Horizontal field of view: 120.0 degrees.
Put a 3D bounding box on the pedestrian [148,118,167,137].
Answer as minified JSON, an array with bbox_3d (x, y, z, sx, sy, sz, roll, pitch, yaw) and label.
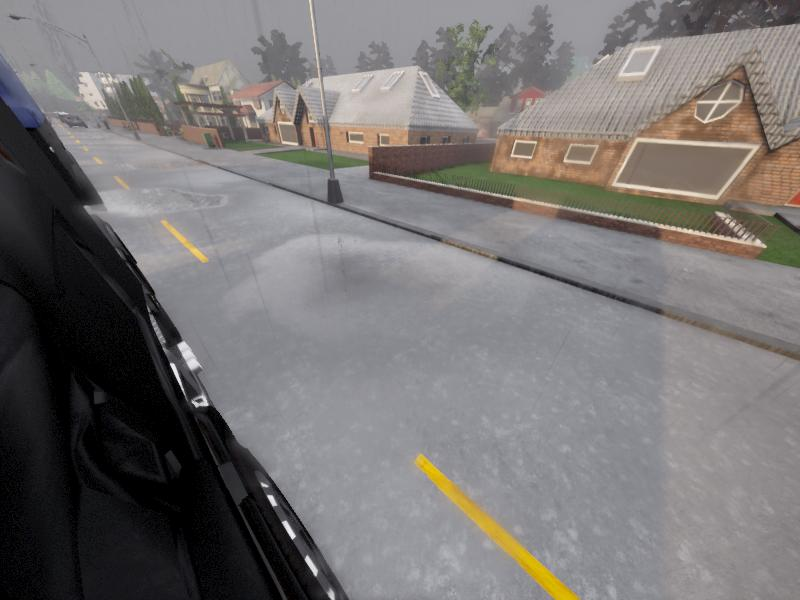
[{"bbox_3d":[-29.152,-20.735,27.800,0.751,1.860,0.751,28,44,30],"label":"pedestrian"}]

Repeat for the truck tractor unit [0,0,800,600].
[{"bbox_3d":[-2.645,-0.295,0.351,6.516,4.208,3.053,28,44,30],"label":"truck tractor unit"}]

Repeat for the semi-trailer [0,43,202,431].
[{"bbox_3d":[-8.696,-3.606,4.232,14.254,4.402,2.717,28,44,30],"label":"semi-trailer"}]

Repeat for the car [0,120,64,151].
[{"bbox_3d":[-26.131,-11.711,16.411,4.514,1.525,2.007,28,44,30],"label":"car"}]

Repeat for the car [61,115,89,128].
[{"bbox_3d":[-59.810,-32.849,42.480,4.611,1.667,2.242,28,44,30],"label":"car"}]

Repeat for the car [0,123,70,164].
[{"bbox_3d":[-20.584,-8.755,12.800,4.514,1.525,2.007,28,44,30],"label":"car"}]

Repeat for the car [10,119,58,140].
[{"bbox_3d":[-34.401,-16.098,21.811,4.193,1.474,1.816,28,44,30],"label":"car"}]

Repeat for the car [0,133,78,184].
[{"bbox_3d":[-15.667,-6.058,9.654,4.181,1.385,1.994,28,44,30],"label":"car"}]
